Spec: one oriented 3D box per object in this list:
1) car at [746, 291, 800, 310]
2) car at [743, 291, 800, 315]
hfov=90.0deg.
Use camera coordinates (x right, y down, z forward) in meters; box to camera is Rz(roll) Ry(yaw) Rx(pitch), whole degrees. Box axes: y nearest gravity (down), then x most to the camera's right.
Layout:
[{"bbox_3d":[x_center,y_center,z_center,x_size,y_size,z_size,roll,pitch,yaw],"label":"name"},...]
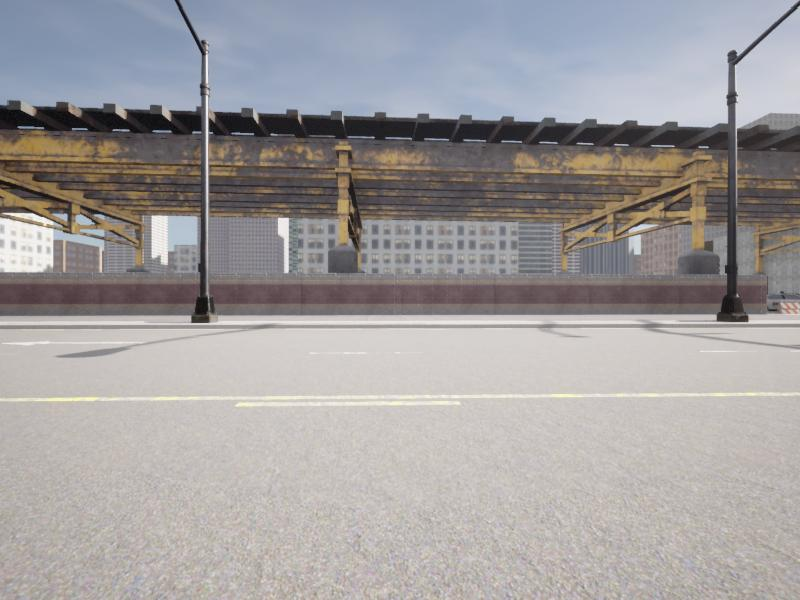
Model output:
[{"bbox_3d":[26.964,0.038,27.700,4.536,1.218,1.853,0,0,42],"label":"car"},{"bbox_3d":[27.003,0.196,27.666,4.974,1.542,2.038,0,0,42],"label":"car"}]
